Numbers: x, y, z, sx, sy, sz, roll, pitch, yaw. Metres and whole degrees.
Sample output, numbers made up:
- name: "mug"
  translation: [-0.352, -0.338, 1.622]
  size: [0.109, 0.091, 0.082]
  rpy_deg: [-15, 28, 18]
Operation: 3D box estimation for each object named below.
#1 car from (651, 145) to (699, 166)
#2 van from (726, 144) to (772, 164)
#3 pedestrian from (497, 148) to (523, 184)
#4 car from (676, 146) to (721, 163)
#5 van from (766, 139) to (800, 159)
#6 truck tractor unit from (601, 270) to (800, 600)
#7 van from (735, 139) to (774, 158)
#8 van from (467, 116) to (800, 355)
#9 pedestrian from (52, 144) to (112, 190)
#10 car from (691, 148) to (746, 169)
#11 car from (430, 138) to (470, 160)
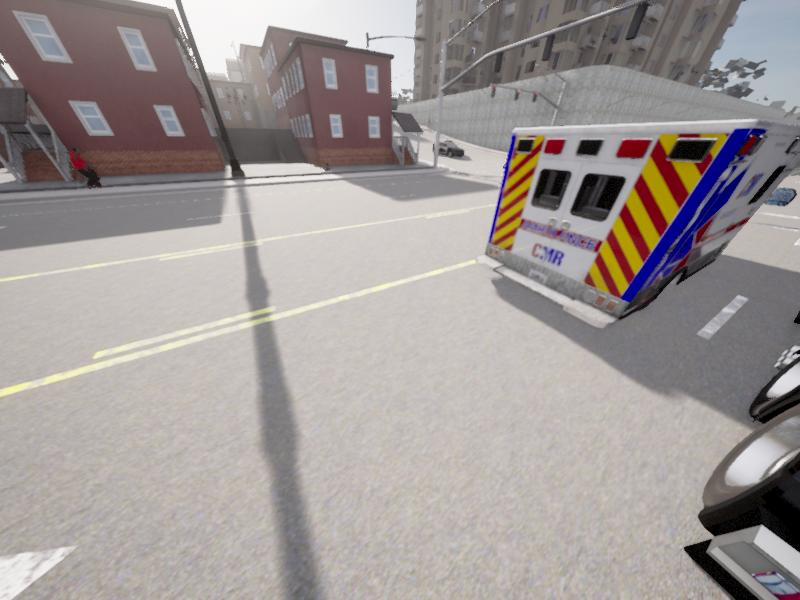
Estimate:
- name: "car"
  translation: [32.090, -16.953, 26.992]
  size: [4.605, 1.855, 1.932]
  rpy_deg: [-17, 39, -24]
- name: "van"
  translation: [43.981, -18.435, 29.127]
  size: [4.442, 1.987, 1.775]
  rpy_deg: [-17, 39, -24]
- name: "pedestrian"
  translation: [6.833, -8.394, 14.450]
  size: [0.751, 1.860, 0.751]
  rpy_deg: [-16, 38, -22]
- name: "car"
  translation: [38.831, -19.030, 30.108]
  size: [4.553, 1.767, 2.097]
  rpy_deg: [-17, 39, -24]
- name: "van"
  translation: [63.812, -24.892, 38.057]
  size: [5.915, 2.561, 1.988]
  rpy_deg: [-17, 39, -24]
- name: "truck tractor unit"
  translation: [5.121, -0.290, 0.768]
  size: [6.516, 4.208, 3.053]
  rpy_deg: [-18, 39, -24]
- name: "van"
  translation: [62.685, -26.826, 40.826]
  size: [5.915, 2.561, 1.988]
  rpy_deg: [-17, 39, -24]
- name: "van"
  translation: [4.723, -1.743, 4.423]
  size: [6.366, 2.431, 2.351]
  rpy_deg: [-17, 39, -24]
- name: "pedestrian"
  translation: [-15.137, -6.368, 11.082]
  size: [0.751, 1.860, 0.751]
  rpy_deg: [-18, 39, -25]
- name: "car"
  translation: [33.955, -15.147, 24.634]
  size: [4.856, 1.649, 2.033]
  rpy_deg: [-17, 39, -24]
- name: "car"
  translation: [6.285, -19.494, 29.688]
  size: [1.930, 1.638, 5.238]
  rpy_deg: [-18, 44, -24]
